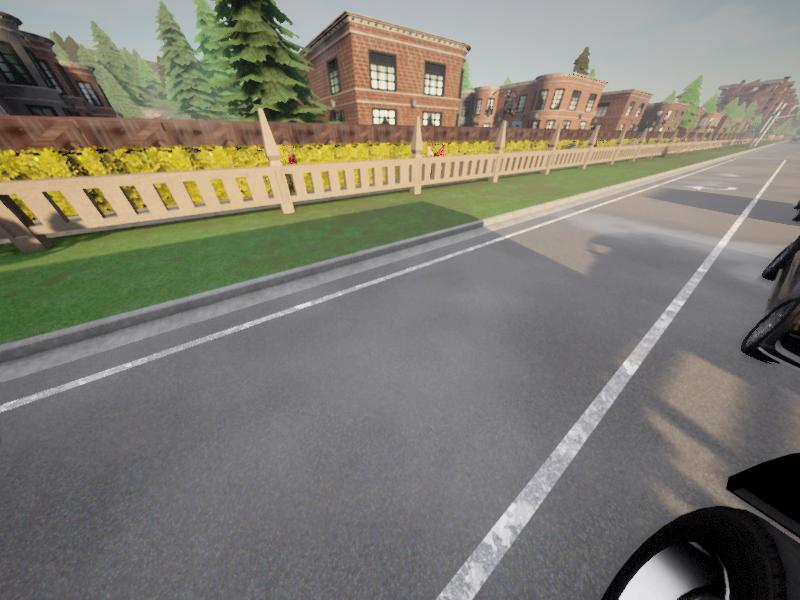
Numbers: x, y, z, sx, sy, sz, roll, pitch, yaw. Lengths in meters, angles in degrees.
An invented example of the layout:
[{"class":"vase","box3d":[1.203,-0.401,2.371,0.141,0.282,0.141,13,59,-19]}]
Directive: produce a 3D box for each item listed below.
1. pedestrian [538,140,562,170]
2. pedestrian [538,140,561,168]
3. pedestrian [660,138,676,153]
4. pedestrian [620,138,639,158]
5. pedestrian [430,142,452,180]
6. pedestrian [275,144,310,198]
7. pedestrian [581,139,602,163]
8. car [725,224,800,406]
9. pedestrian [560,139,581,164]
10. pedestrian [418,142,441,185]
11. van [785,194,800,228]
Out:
[{"class":"pedestrian","box3d":[11.422,-11.105,17.680,0.751,1.860,0.751,-22,40,-27]},{"class":"pedestrian","box3d":[12.006,-11.759,18.605,0.751,1.860,0.751,-19,39,-25]},{"class":"pedestrian","box3d":[40.648,-23.504,35.087,0.751,1.860,0.751,-22,41,-28]},{"class":"pedestrian","box3d":[27.230,-18.054,27.439,0.751,1.860,0.751,-23,41,-28]},{"class":"pedestrian","box3d":[2.406,-8.257,13.698,0.751,1.860,0.751,-22,41,-28]},{"class":"pedestrian","box3d":[-4.451,-5.388,9.670,0.751,1.860,0.751,-22,40,-27]},{"class":"pedestrian","box3d":[18.230,-14.184,22.006,0.751,1.860,0.751,-24,41,-29]},{"class":"car","box3d":[6.484,-0.151,2.689,5.027,1.651,2.152,-22,41,-28]},{"class":"pedestrian","box3d":[15.592,-13.571,21.153,0.751,1.860,0.751,-23,41,-29]},{"class":"pedestrian","box3d":[1.514,-7.088,12.044,0.751,1.860,0.751,-22,41,-28]},{"class":"van","box3d":[14.049,-3.385,6.902,4.442,1.987,1.775,-22,41,-28]}]
